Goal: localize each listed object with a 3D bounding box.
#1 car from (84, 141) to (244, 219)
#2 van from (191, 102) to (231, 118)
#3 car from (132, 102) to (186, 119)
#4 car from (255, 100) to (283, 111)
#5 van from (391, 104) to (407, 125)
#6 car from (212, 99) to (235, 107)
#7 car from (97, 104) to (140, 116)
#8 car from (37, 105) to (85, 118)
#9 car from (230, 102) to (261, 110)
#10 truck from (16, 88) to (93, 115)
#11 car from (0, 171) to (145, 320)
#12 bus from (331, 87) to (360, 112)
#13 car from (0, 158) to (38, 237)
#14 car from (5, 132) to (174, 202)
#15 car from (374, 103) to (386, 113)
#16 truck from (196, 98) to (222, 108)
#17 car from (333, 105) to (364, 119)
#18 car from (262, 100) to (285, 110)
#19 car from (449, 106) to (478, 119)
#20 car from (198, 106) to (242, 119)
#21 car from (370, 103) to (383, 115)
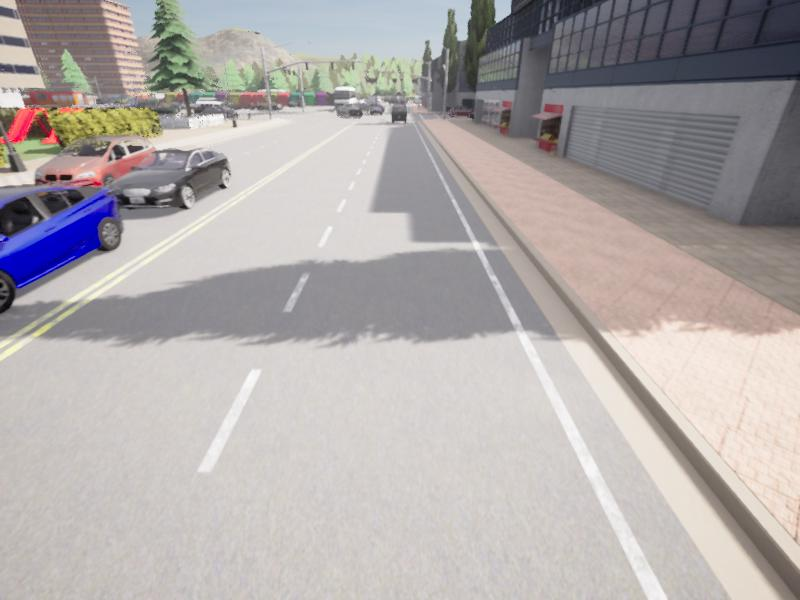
[{"bbox_3d":[-7.032,-4.019,12.758,2.128,1.511,4.902,0,27,0],"label":"car"},{"bbox_3d":[-27.349,-27.641,58.044,4.480,2.038,2.069,0,27,0],"label":"van"},{"bbox_3d":[-32.985,-26.039,54.902,5.566,2.045,2.150,0,27,0],"label":"car"},{"bbox_3d":[-25.135,-37.338,76.738,4.605,1.855,1.932,0,27,0],"label":"car"},{"bbox_3d":[-0.049,-21.561,46.374,1.775,1.987,4.442,1,27,1],"label":"van"},{"bbox_3d":[-42.664,-47.644,96.712,4.605,1.855,1.932,0,27,0],"label":"car"},{"bbox_3d":[-45.184,-30.521,64.339,5.027,1.651,2.152,0,27,0],"label":"car"},{"bbox_3d":[-49.118,-27.405,58.050,4.611,1.667,2.242,0,27,0],"label":"car"},{"bbox_3d":[-31.528,-39.701,81.823,5.357,1.415,2.033,0,27,0],"label":"car"},{"bbox_3d":[-54.818,-31.625,63.726,8.468,3.827,2.891,0,27,0],"label":"truck"},{"bbox_3d":[-7.020,-1.111,7.089,2.007,1.525,4.514,0,27,0],"label":"car"},{"bbox_3d":[-10.642,-39.921,79.545,3.944,4.253,10.273,1,27,1],"label":"bus"},{"bbox_3d":[-10.521,-1.633,7.980,2.033,1.649,4.856,0,27,0],"label":"car"},{"bbox_3d":[-10.537,-4.870,14.226,2.242,1.667,4.611,0,27,0],"label":"car"},{"bbox_3d":[-3.831,-36.742,76.527,1.970,1.475,3.806,1,27,1],"label":"car"},{"bbox_3d":[-42.597,-43.970,89.362,4.478,2.038,2.069,0,27,0],"label":"truck"},{"bbox_3d":[-7.403,-27.068,57.431,1.930,1.638,5.238,-19,33,-33],"label":"car"},{"bbox_3d":[-25.084,-38.660,79.313,3.866,1.878,1.905,0,27,0],"label":"car"},{"bbox_3d":[8.842,-26.181,55.860,3.705,1.549,1.789,0,27,0],"label":"car"},{"bbox_3d":[-24.649,-25.803,55.068,4.902,1.511,2.128,0,27,0],"label":"car"},{"bbox_3d":[-3.851,-31.781,66.602,2.033,1.649,4.856,0,27,0],"label":"car"}]
